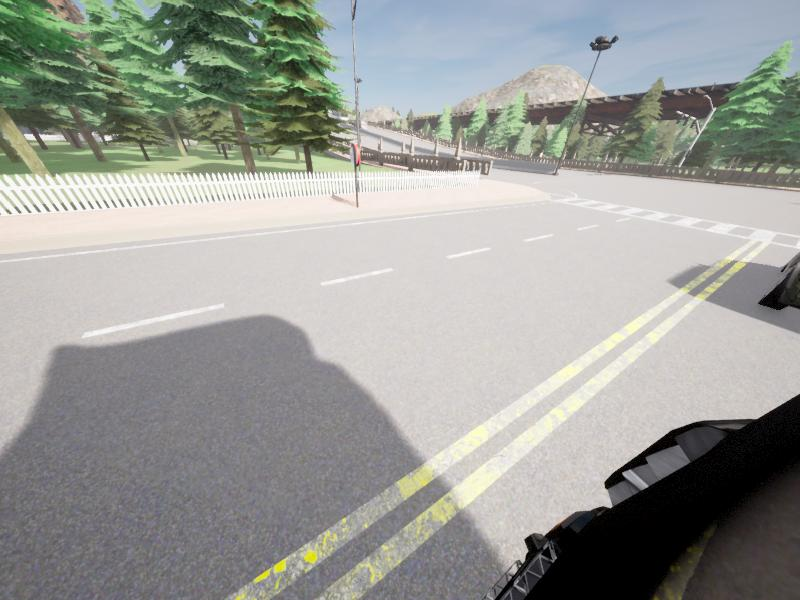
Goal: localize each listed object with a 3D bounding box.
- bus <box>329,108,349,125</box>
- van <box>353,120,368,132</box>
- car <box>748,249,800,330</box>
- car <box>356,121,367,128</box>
[{"bbox_3d":[-22.927,-68.673,86.422,3.944,4.253,10.273,-17,45,-27],"label":"bus"},{"bbox_3d":[-13.014,-56.648,75.050,2.351,2.431,6.366,-17,46,-27],"label":"van"},{"bbox_3d":[8.659,-0.552,3.840,4.553,1.767,2.097,-16,38,-26],"label":"car"},{"bbox_3d":[-14.662,-66.766,87.695,2.163,1.488,4.792,-17,46,-27],"label":"car"}]
